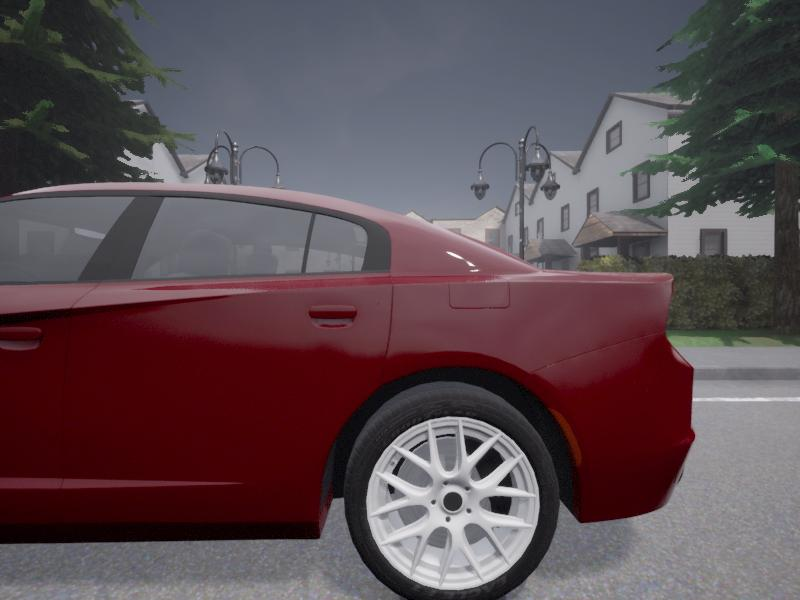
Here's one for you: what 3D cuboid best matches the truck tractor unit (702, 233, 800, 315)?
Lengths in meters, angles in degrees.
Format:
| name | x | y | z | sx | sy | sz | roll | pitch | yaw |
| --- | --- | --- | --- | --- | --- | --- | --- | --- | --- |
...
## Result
| name | x | y | z | sx | sy | sz | roll | pitch | yaw |
| --- | --- | --- | --- | --- | --- | --- | --- | --- | --- |
| truck tractor unit | 22.071 | -1.317 | 23.805 | 3.053 | 4.208 | 6.516 | 0 | 0 | -2 |

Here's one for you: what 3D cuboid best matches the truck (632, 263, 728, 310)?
| name | x | y | z | sx | sy | sz | roll | pitch | yaw |
| --- | --- | --- | --- | --- | --- | --- | --- | --- | --- |
| truck | 25.495 | -1.112 | 37.157 | 2.891 | 3.827 | 8.468 | 0 | 0 | -1 |

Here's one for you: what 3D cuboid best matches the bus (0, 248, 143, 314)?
| name | x | y | z | sx | sy | sz | roll | pitch | yaw |
| --- | --- | --- | --- | --- | --- | --- | --- | --- | --- |
| bus | -25.154 | -1.154 | 30.964 | 3.944 | 4.253 | 10.273 | 0 | -1 | 0 |

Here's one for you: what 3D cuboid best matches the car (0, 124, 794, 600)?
| name | x | y | z | sx | sy | sz | roll | pitch | yaw |
| --- | --- | --- | --- | --- | --- | --- | --- | --- | --- |
| car | -1.271 | 0.223 | 2.175 | 5.008 | 1.535 | 1.882 | 0 | 0 | -1 |

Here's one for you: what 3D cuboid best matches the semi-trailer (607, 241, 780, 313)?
| name | x | y | z | sx | sy | sz | roll | pitch | yaw |
| --- | --- | --- | --- | --- | --- | --- | --- | --- | --- |
| semi-trailer | 21.760 | -1.410 | 31.712 | 2.717 | 4.402 | 14.254 | 0 | 0 | -2 |
